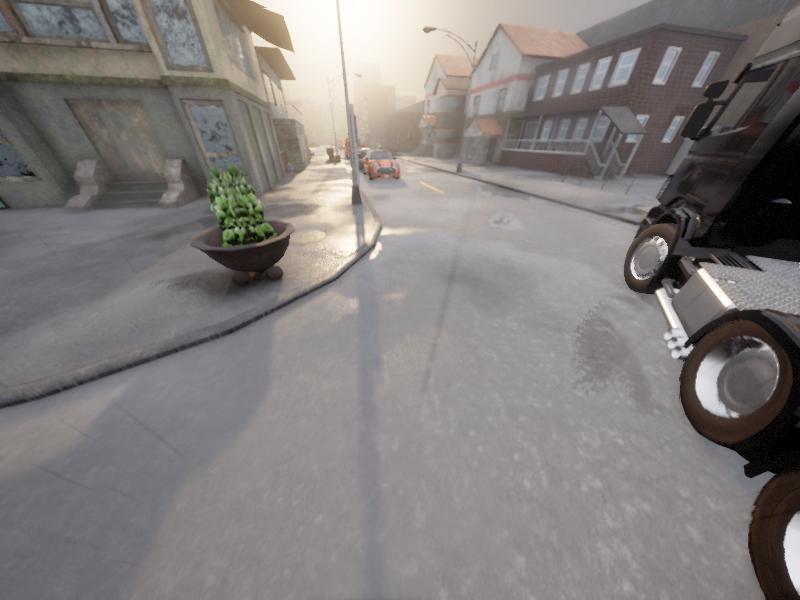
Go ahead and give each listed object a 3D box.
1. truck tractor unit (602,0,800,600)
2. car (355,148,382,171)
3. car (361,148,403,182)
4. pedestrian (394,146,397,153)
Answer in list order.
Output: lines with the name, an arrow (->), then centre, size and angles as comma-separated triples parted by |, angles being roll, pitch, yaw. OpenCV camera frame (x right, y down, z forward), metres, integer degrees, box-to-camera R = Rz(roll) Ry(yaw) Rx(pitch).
truck tractor unit -> 4.429, -0.700, 1.341 | 3.053, 4.208, 6.516 | 19, 39, 25
car -> -3.044, -13.370, 21.841 | 1.851, 1.617, 3.988 | -8, 36, -12
car -> -1.415, -9.807, 16.556 | 2.097, 1.767, 4.553 | -8, 36, -12
pedestrian -> -0.929, -29.417, 45.186 | 0.500, 1.100, 0.500 | -10, 36, -14
